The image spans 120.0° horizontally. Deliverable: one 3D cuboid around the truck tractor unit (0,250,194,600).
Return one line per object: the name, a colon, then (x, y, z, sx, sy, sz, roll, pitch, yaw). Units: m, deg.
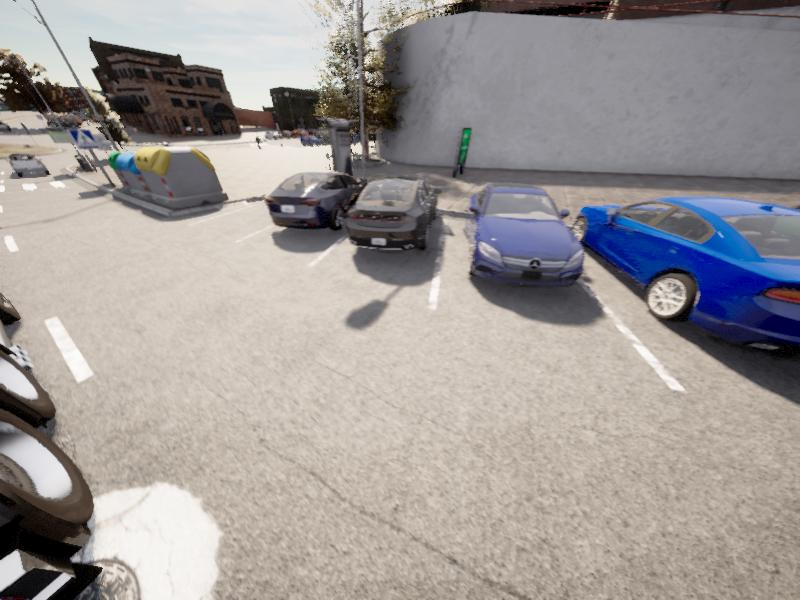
truck tractor unit: (-5.088, -0.321, 0.826, 6.516, 4.208, 3.053, 19, 39, 25)

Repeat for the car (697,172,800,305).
car: (7.678, -0.377, 2.941, 2.185, 1.767, 4.553, 6, 34, 8)

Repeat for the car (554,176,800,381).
car: (5.110, -1.082, 4.202, 2.097, 1.535, 5.008, 6, 34, 9)

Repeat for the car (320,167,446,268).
car: (0.032, -2.777, 6.704, 2.231, 1.521, 4.892, 6, 34, 10)

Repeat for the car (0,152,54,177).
car: (-31.591, -11.568, 19.589, 3.633, 1.501, 1.845, 25, 42, 29)

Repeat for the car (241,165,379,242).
car: (-2.475, -3.641, 8.033, 2.163, 1.488, 4.792, 7, 34, 10)

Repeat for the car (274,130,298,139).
car: (-26.096, -37.950, 52.911, 4.792, 1.488, 2.163, 19, 43, 23)

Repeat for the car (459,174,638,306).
car: (2.573, -1.893, 5.470, 2.002, 1.452, 4.674, 7, 34, 9)

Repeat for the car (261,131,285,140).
car: (-28.369, -36.715, 51.467, 4.674, 1.452, 2.002, 19, 43, 23)
